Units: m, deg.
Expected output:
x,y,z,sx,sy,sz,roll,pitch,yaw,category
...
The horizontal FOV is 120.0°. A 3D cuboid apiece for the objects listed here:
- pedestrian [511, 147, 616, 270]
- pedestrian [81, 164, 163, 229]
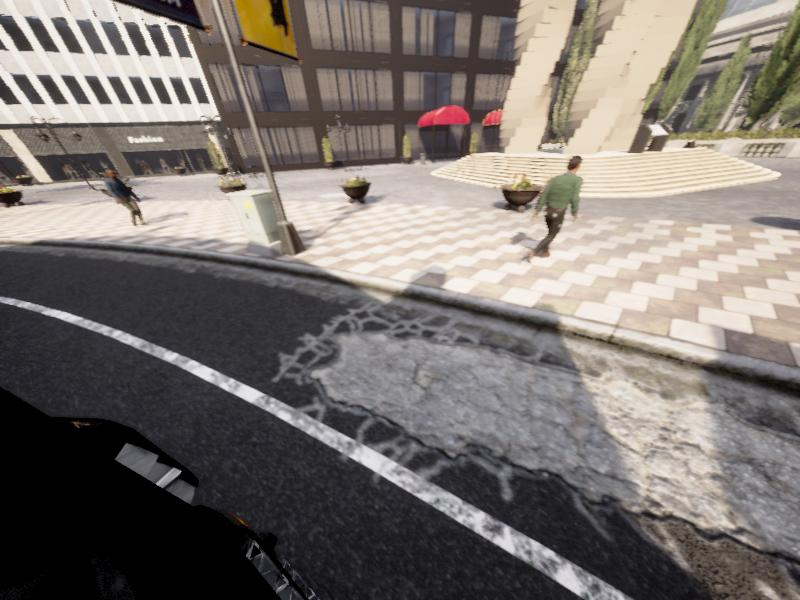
x,y,z,sx,sy,sz,roll,pitch,yaw,category
2.778,-1.608,4.141,0.751,1.860,0.751,-18,36,-21,pedestrian
-9.185,-3.429,7.731,0.751,1.860,0.751,6,35,13,pedestrian
